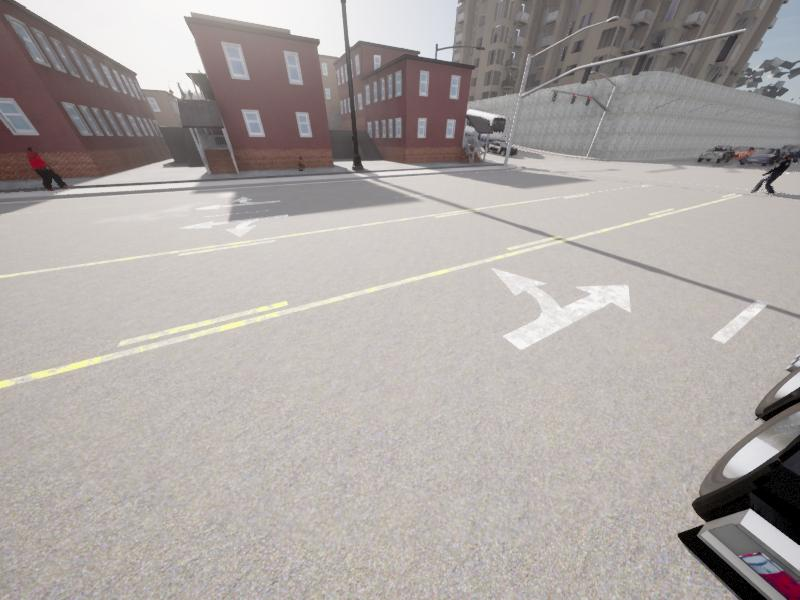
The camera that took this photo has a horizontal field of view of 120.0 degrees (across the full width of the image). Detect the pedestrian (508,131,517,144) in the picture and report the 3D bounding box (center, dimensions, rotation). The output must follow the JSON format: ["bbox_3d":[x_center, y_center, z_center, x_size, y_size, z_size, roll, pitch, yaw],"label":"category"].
[{"bbox_3d":[20.081,-29.065,41.321,0.751,1.860,0.751,-13,37,-18],"label":"pedestrian"}]

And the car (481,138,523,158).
[{"bbox_3d":[14.062,-21.278,32.274,1.930,1.638,5.238,-16,43,-22],"label":"car"}]

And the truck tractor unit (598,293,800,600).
[{"bbox_3d":[5.157,-0.252,0.709,6.516,4.208,3.053,-16,38,-22],"label":"truck tractor unit"}]

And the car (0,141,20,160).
[{"bbox_3d":[-49.273,-17.770,27.500,1.932,1.855,4.605,-16,38,-22],"label":"car"}]

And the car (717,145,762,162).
[{"bbox_3d":[46.591,-20.178,31.740,4.553,1.767,2.097,-16,38,-22],"label":"car"}]

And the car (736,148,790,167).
[{"bbox_3d":[41.482,-16.391,26.413,4.856,1.649,2.033,-16,38,-22],"label":"car"}]

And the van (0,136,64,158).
[{"bbox_3d":[-52.891,-22.069,33.165,2.351,2.431,6.366,-16,38,-22],"label":"van"}]

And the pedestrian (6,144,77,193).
[{"bbox_3d":[-16.366,-6.055,10.631,0.751,1.860,0.751,-17,38,-23],"label":"pedestrian"}]

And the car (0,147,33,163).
[{"bbox_3d":[-43.909,-15.921,25.331,1.994,1.385,4.181,-16,38,-21],"label":"car"}]

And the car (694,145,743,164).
[{"bbox_3d":[39.722,-18.234,28.824,4.605,1.855,1.932,-16,38,-22],"label":"car"}]

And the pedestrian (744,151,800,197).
[{"bbox_3d":[18.413,-6.169,11.319,0.751,1.860,0.751,-10,36,-15],"label":"pedestrian"}]

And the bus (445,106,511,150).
[{"bbox_3d":[12.675,-29.216,39.086,3.944,4.253,10.273,-16,49,-22],"label":"bus"}]
